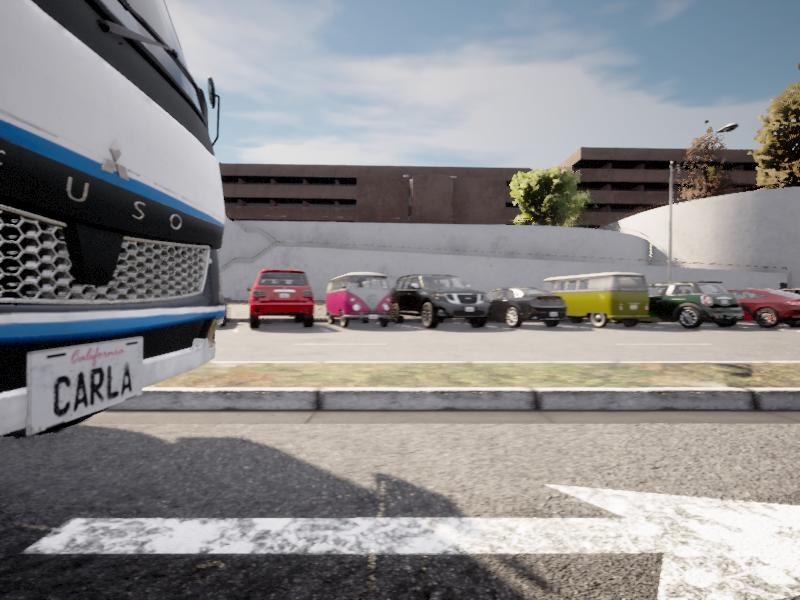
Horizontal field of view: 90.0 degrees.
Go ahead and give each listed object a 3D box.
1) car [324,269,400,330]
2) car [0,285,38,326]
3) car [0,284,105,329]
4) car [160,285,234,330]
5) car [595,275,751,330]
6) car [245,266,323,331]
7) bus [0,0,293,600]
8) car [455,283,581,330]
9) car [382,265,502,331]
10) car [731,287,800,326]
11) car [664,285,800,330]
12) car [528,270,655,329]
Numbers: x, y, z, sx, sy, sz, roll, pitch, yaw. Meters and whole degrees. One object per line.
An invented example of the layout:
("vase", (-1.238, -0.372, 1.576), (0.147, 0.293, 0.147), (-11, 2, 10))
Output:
("car", (-1.640, 0.012, 15.456), (1.878, 1.987, 4.442), (1, -1, -20))
("car", (-16.539, 0.196, 15.399), (1.946, 1.575, 5.366), (1, -1, -20))
("car", (-13.612, 0.246, 15.542), (2.163, 1.488, 4.792), (1, -1, -20))
("car", (-7.655, 0.275, 15.561), (2.002, 1.452, 4.674), (0, -1, -20))
("car", (10.256, 0.108, 15.526), (2.185, 1.767, 4.553), (0, -1, -20))
("car", (-4.683, -0.012, 15.593), (2.435, 2.045, 5.566), (0, -1, -20))
("bus", (-6.155, -1.135, 1.821), (10.273, 4.253, 3.944), (0, 0, 0))
("car", (4.282, 0.238, 15.551), (2.231, 1.521, 4.892), (0, -1, -20))
("car", (1.313, -0.014, 15.538), (2.435, 2.045, 5.566), (1, -1, -20))
("car", (16.247, 0.261, 15.524), (2.163, 1.488, 4.792), (1, -1, -20))
("car", (13.229, 0.273, 15.547), (2.002, 1.452, 4.674), (0, -1, -20))
("car", (7.221, 0.011, 15.667), (1.878, 1.987, 4.442), (0, -1, -20))
